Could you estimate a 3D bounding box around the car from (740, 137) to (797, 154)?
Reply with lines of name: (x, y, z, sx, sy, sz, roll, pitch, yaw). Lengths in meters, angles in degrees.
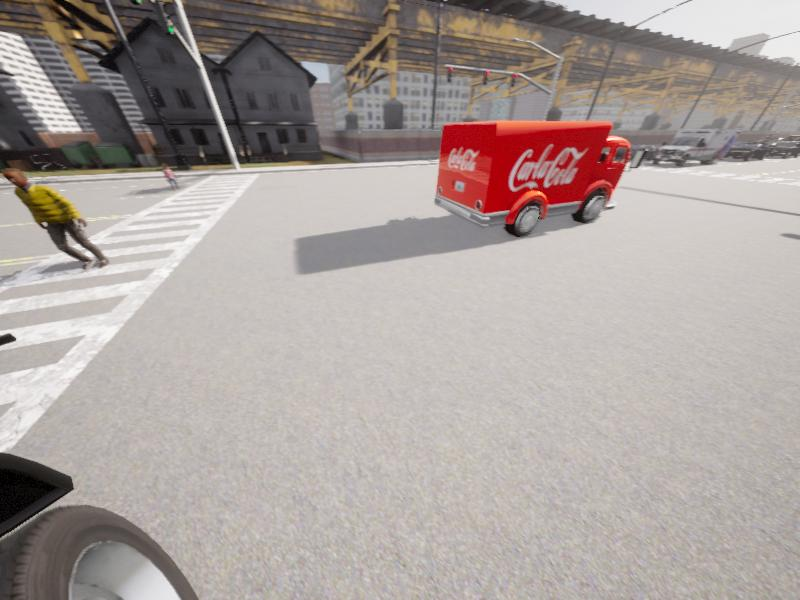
car: (46.802, -19.673, 29.400, 4.611, 1.667, 2.242, -13, 38, -17)

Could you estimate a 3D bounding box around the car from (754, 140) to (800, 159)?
car: (40.845, -16.038, 24.545, 4.892, 1.490, 1.837, -13, 38, -17)

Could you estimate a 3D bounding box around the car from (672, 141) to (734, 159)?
car: (32.959, -16.378, 25.156, 5.357, 1.411, 2.033, -13, 38, -17)

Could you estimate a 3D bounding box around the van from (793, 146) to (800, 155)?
van: (49.478, -18.221, 27.099, 4.442, 1.987, 1.775, -13, 38, -17)

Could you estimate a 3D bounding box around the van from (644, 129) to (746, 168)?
van: (24.181, -12.562, 19.032, 6.366, 2.431, 2.351, -13, 38, -18)

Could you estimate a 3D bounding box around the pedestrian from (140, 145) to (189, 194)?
pedestrian: (-10.594, -5.923, 10.494, 0.751, 1.860, 0.751, -19, 40, -24)

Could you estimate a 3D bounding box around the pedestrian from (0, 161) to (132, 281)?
pedestrian: (-6.156, -1.388, 4.169, 0.751, 1.860, 0.751, -10, 37, -14)

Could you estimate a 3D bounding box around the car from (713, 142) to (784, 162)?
car: (33.623, -14.337, 22.318, 5.357, 1.411, 2.033, -13, 38, -17)

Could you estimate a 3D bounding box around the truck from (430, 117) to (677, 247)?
truck: (3.882, -3.546, 6.616, 5.204, 2.467, 2.627, -13, 38, -17)

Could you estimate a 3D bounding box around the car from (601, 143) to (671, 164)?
car: (22.213, -13.908, 21.799, 5.357, 1.411, 2.033, -13, 38, -17)
